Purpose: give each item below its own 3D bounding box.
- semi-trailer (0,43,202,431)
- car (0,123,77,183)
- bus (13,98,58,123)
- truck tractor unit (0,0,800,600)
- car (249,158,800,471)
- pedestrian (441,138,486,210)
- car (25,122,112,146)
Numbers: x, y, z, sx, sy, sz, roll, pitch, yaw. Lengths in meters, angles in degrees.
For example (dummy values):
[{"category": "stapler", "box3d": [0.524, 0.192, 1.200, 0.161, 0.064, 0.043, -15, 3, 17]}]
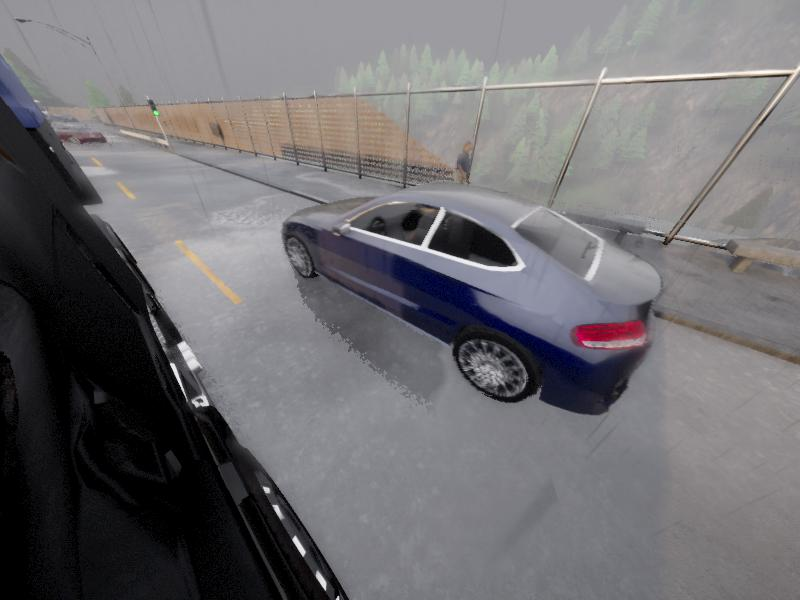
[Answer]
[{"category": "semi-trailer", "box3d": [-8.698, -3.607, 4.227, 14.254, 4.402, 2.717, 28, 44, 30]}, {"category": "car", "box3d": [-16.094, -6.406, 9.854, 5.238, 1.638, 1.930, 28, 44, 30]}, {"category": "bus", "box3d": [-88.279, -46.066, 56.171, 10.273, 4.253, 3.944, 28, 44, 30]}, {"category": "truck tractor unit", "box3d": [-2.645, -0.295, 0.351, 6.516, 4.208, 3.053, 28, 44, 30]}, {"category": "car", "box3d": [0.358, -0.759, 3.322, 5.027, 1.651, 2.152, 28, 44, 30]}, {"category": "pedestrian", "box3d": [1.935, -3.918, 7.229, 0.751, 1.860, 0.751, 29, 44, 31]}, {"category": "car", "box3d": [-27.601, -13.902, 19.363, 4.181, 1.385, 1.994, 6, 37, 5]}]
